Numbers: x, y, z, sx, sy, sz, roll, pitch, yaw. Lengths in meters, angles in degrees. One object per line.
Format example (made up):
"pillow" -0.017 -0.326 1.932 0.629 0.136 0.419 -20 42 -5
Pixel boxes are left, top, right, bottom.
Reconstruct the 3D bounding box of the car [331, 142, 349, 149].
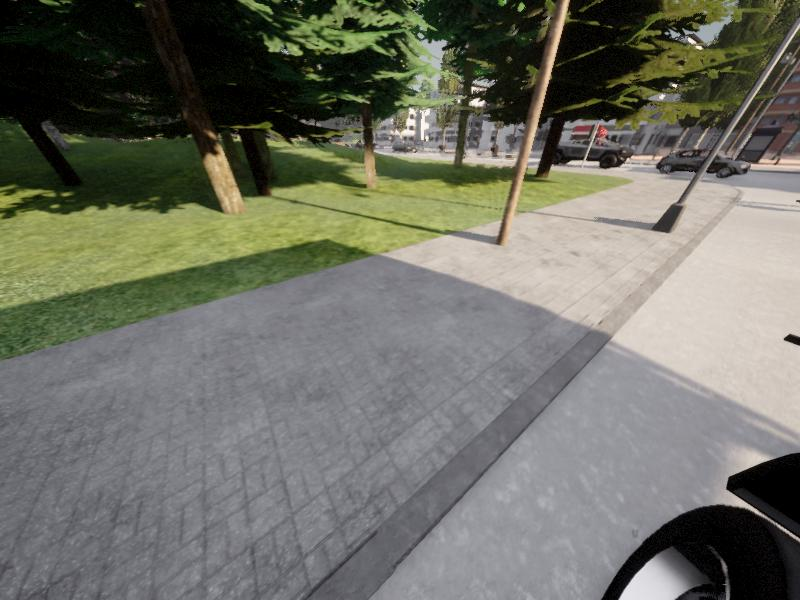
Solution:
"car" -16.436 -42.291 63.200 4.718 1.301 1.895 25 43 32

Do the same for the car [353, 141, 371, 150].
"car" -9.204 -36.998 55.325 1.930 1.638 5.238 -22 41 -28

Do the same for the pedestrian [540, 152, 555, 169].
"pedestrian" 11.460 -10.793 17.913 0.500 1.100 0.500 -24 42 -30

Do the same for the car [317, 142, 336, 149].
"car" -19.422 -40.750 60.923 4.674 1.442 1.812 22 41 28

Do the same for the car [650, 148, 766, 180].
"car" 20.146 -9.131 15.377 1.816 1.474 4.193 -20 40 -26

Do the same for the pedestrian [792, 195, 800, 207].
"pedestrian" 15.442 -4.212 8.075 0.751 1.860 0.751 20 40 26

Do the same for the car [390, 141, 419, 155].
"car" 0.737 -25.057 37.981 2.152 1.651 5.027 -22 41 -28

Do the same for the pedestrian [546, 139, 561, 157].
"pedestrian" 18.592 -18.392 27.952 0.751 1.860 0.751 -22 41 -28

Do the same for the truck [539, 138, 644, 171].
"truck" 16.089 -12.760 20.013 2.390 2.098 6.274 -22 41 -28
